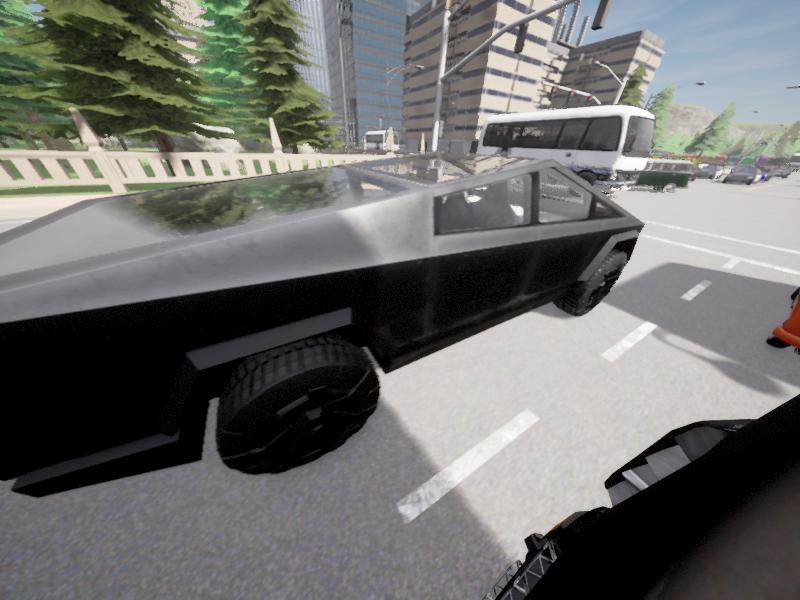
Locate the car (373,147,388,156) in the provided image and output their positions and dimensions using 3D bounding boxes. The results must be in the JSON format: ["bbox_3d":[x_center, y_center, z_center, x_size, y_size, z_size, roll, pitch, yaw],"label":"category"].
[{"bbox_3d":[-4.534,-34.608,53.869,1.816,1.474,4.193,-16,38,-26],"label":"car"}]

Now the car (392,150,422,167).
[{"bbox_3d":[0.768,-17.686,28.846,1.851,1.617,3.988,-16,38,-26],"label":"car"}]

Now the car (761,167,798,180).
[{"bbox_3d":[57.661,-19.305,35.087,4.902,1.511,2.128,-16,38,-26],"label":"car"}]

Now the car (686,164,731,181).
[{"bbox_3d":[38.432,-15.979,28.797,4.974,1.542,2.038,-17,38,-25],"label":"car"}]

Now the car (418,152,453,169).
[{"bbox_3d":[4.437,-17.866,29.501,1.812,1.442,4.674,-16,39,-25],"label":"car"}]

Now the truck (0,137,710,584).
[{"bbox_3d":[0.507,-0.631,2.945,6.274,2.098,2.390,-16,38,-26],"label":"truck"}]

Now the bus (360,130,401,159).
[{"bbox_3d":[-4.147,-31.390,46.599,3.944,4.253,10.273,-16,38,-26],"label":"bus"}]

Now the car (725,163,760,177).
[{"bbox_3d":[54.991,-20.859,37.050,4.856,1.649,2.033,-16,38,-26],"label":"car"}]

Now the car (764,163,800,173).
[{"bbox_3d":[92.577,-31.774,55.556,4.605,1.855,1.932,17,36,21],"label":"car"}]

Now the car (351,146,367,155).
[{"bbox_3d":[-9.968,-36.137,55.765,2.128,1.511,4.902,-16,38,-26],"label":"car"}]

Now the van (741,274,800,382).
[{"bbox_3d":[6.891,-0.194,2.807,4.442,1.987,1.775,-16,38,-25],"label":"van"}]

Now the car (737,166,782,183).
[{"bbox_3d":[43.735,-15.272,28.095,4.514,1.525,2.007,-16,38,-26],"label":"car"}]

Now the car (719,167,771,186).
[{"bbox_3d":[36.667,-13.210,24.559,4.974,1.542,2.038,-16,38,-26],"label":"car"}]

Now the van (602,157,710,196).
[{"bbox_3d":[17.817,-8.883,16.479,4.442,1.987,1.775,15,36,18],"label":"van"}]

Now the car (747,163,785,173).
[{"bbox_3d":[85.083,-30.726,53.814,2.242,1.667,4.611,11,35,12],"label":"car"}]

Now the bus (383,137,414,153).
[{"bbox_3d":[-0.527,-54.134,80.654,10.273,4.253,3.944,-16,38,-25],"label":"bus"}]

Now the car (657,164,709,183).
[{"bbox_3d":[30.412,-13.672,24.848,4.514,1.525,2.007,-15,38,-24],"label":"car"}]

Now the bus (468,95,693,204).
[{"bbox_3d":[9.920,-9.753,15.226,3.944,4.253,10.273,-15,38,-25],"label":"bus"}]
